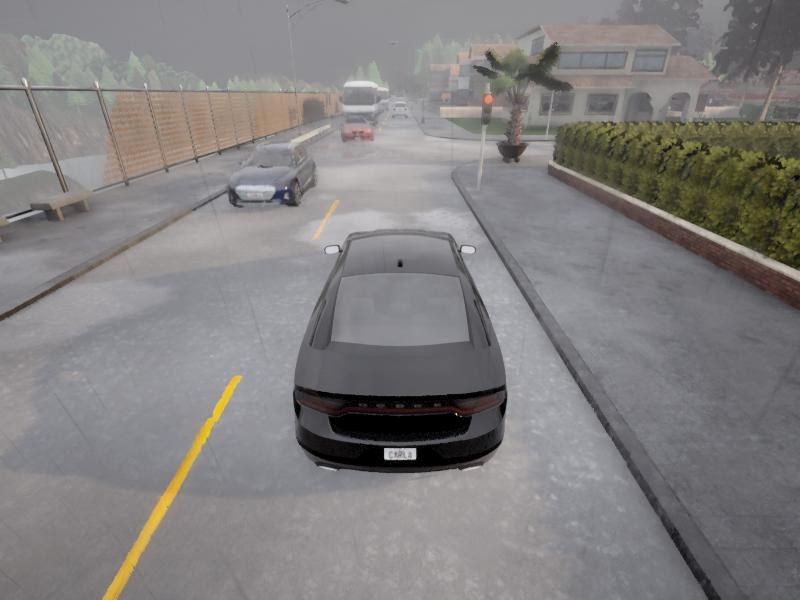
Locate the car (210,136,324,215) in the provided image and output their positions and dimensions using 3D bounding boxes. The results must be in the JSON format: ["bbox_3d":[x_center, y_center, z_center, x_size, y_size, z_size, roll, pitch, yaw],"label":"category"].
[{"bbox_3d":[-3.997,-4.244,13.082,2.033,1.649,4.856,0,27,0],"label":"car"}]

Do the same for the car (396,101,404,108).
[{"bbox_3d":[0.015,-48.755,99.771,1.882,1.535,5.008,0,27,0],"label":"car"}]

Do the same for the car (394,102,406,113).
[{"bbox_3d":[0.012,-37.243,77.379,2.242,1.667,4.611,0,27,0],"label":"car"}]

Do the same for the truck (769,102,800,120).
[{"bbox_3d":[53.538,-25.252,53.426,2.390,2.098,6.274,0,27,0],"label":"truck"}]

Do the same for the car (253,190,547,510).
[{"bbox_3d":[0.002,-0.110,5.142,1.882,1.535,5.008,0,27,0],"label":"car"}]

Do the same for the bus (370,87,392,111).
[{"bbox_3d":[-3.866,-42.538,84.700,3.944,4.253,10.273,0,27,0],"label":"bus"}]

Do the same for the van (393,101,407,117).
[{"bbox_3d":[0.010,-30.110,62.957,2.069,2.038,4.480,0,27,0],"label":"van"}]

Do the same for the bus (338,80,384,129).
[{"bbox_3d":[-3.871,-21.197,43.190,3.944,4.253,10.273,0,27,0],"label":"bus"}]

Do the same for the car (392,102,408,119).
[{"bbox_3d":[0.009,-27.119,57.126,2.150,2.045,5.566,0,27,0],"label":"car"}]

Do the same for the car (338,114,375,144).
[{"bbox_3d":[-3.248,-12.520,29.137,2.242,1.667,4.611,-5,28,-9],"label":"car"}]
